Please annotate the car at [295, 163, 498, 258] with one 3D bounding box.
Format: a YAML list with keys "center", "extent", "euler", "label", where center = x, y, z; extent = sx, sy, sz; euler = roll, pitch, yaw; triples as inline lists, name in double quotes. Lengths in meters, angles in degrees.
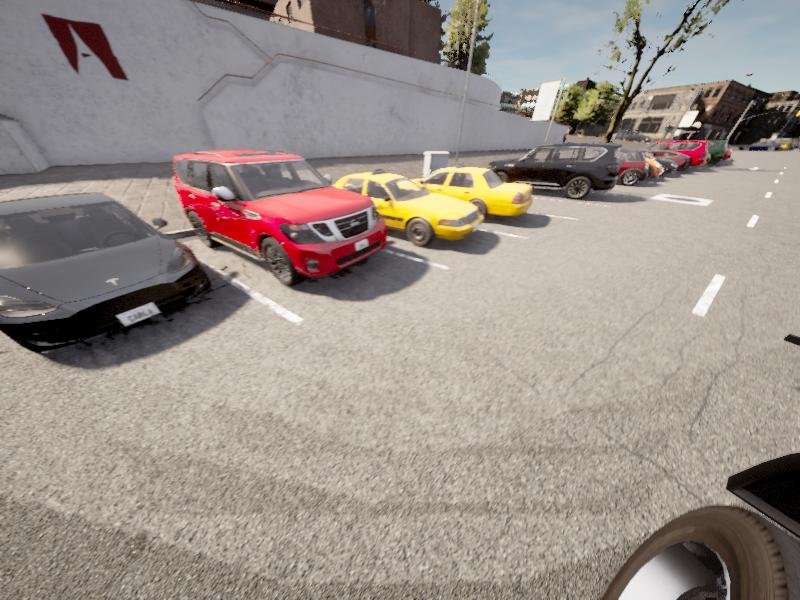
- center: [-0.369, -2.885, 6.677]
  extent: [5.366, 1.575, 1.946]
  euler: [21, 40, 29]
  label: "car"

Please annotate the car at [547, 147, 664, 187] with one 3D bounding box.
- center: [11.780, -8.006, 13.714]
  extent: [4.553, 1.767, 2.185]
  euler: [21, 40, 28]
  label: "car"

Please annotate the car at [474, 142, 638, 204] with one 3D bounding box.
- center: [6.814, -6.143, 10.850]
  extent: [5.566, 2.045, 2.435]
  euler: [21, 40, 29]
  label: "car"

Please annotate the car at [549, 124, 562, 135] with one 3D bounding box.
- center: [41.266, -45.150, 61.329]
  extent: [1.878, 1.987, 4.442]
  euler: [27, 42, 24]
  label: "car"

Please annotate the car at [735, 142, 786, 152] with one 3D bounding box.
- center: [68.634, -29.289, 44.118]
  extent: [4.792, 1.488, 2.163]
  euler: [25, 42, 32]
  label: "car"

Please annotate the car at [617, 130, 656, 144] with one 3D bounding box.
- center: [45.620, -31.491, 44.625]
  extent: [1.932, 1.855, 4.605]
  euler: [-20, 45, -29]
  label: "car"

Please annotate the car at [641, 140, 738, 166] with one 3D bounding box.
- center: [28.950, -15.020, 23.559]
  extent: [5.566, 2.045, 2.435]
  euler: [21, 40, 29]
  label: "car"

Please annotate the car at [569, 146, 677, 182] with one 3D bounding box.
- center: [14.189, -9.018, 15.161]
  extent: [4.553, 1.767, 2.185]
  euler: [21, 40, 28]
  label: "car"

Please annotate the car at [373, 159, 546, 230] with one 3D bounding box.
- center: [1.777, -3.998, 8.255]
  extent: [5.366, 1.575, 1.946]
  euler: [21, 40, 29]
  label: "car"

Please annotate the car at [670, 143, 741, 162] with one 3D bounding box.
- center: [36.448, -17.812, 27.794]
  extent: [4.553, 1.767, 2.185]
  euler: [22, 40, 29]
  label: "car"

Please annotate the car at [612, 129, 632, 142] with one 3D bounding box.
- center: [49.875, -37.010, 52.034]
  extent: [2.435, 2.045, 5.566]
  euler: [27, 42, 25]
  label: "car"

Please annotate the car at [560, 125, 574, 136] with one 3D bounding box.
- center: [42.977, -43.502, 59.451]
  extent: [1.878, 1.987, 4.442]
  euler: [27, 42, 24]
  label: "car"

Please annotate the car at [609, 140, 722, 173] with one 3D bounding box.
- center: [21.558, -12.075, 19.325]
  extent: [5.566, 2.045, 2.435]
  euler: [21, 40, 28]
  label: "car"

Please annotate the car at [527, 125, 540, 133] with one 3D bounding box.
- center: [37.897, -48.290, 65.328]
  extent: [2.002, 1.452, 4.674]
  euler: [27, 42, 24]
  label: "car"

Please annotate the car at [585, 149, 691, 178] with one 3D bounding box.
- center: [16.668, -9.893, 16.634]
  extent: [4.892, 1.521, 2.231]
  euler: [21, 40, 28]
  label: "car"

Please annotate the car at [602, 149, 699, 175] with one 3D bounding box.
- center: [19.100, -10.858, 18.068]
  extent: [4.792, 1.488, 2.163]
  euler: [21, 40, 28]
  label: "car"

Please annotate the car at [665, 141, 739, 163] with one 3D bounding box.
- center: [34.026, -16.906, 26.314]
  extent: [4.442, 1.987, 1.878]
  euler: [22, 40, 29]
  label: "car"

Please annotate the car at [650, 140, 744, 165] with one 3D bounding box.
- center: [31.476, -15.983, 24.944]
  extent: [5.566, 2.045, 2.435]
  euler: [21, 40, 29]
  label: "car"

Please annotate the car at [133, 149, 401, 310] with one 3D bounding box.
- center: [-2.957, -2.140, 5.212]
  extent: [5.566, 2.045, 2.435]
  euler: [21, 40, 29]
  label: "car"

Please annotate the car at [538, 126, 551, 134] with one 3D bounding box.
- center: [39.712, -46.762, 63.549]
  extent: [1.946, 1.575, 5.366]
  euler: [27, 42, 25]
  label: "car"

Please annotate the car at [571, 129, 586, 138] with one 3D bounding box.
- center: [44.719, -41.731, 57.791]
  extent: [2.231, 1.521, 4.892]
  euler: [27, 42, 25]
  label: "car"

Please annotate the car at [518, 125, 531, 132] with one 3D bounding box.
- center: [36.173, -49.934, 67.198]
  extent: [2.002, 1.452, 4.674]
  euler: [27, 42, 25]
  label: "car"

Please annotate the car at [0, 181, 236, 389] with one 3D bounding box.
- center: [-5.411, -0.905, 3.966]
  extent: [4.792, 1.488, 2.163]
  euler: [21, 40, 29]
  label: "car"

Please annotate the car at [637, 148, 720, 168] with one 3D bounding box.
- center: [26.509, -13.789, 22.298]
  extent: [4.674, 1.452, 2.002]
  euler: [21, 40, 29]
  label: "car"

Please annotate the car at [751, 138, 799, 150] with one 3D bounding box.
- center: [76.676, -31.903, 47.392]
  extent: [4.442, 1.987, 1.878]
  euler: [26, 42, 33]
  label: "car"

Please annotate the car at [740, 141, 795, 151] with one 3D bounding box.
- center: [71.452, -30.008, 45.071]
  extent: [5.366, 1.575, 1.946]
  euler: [25, 42, 33]
  label: "car"

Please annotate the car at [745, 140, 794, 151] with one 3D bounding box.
- center: [73.921, -31.035, 46.331]
  extent: [4.553, 1.767, 2.185]
  euler: [25, 42, 33]
  label: "car"

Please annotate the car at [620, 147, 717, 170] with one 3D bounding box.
- center: [23.891, -12.904, 20.954]
  extent: [5.366, 1.575, 1.946]
  euler: [21, 40, 28]
  label: "car"
